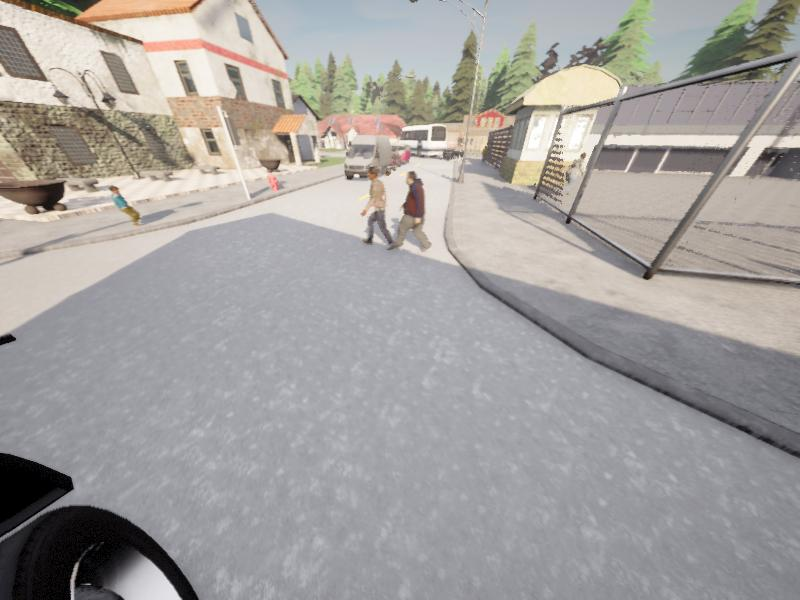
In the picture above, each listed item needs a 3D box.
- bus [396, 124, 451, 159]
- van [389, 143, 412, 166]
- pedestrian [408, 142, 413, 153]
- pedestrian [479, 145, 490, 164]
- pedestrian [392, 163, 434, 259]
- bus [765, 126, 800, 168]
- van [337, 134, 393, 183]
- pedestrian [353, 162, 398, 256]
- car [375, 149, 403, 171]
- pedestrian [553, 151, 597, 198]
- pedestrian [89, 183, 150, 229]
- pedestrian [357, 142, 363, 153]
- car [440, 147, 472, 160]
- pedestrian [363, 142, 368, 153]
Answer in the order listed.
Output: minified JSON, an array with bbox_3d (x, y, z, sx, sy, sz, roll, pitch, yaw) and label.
[{"bbox_3d":[3.339,-26.132,38.173,3.944,4.253,10.273,-16,38,-22],"label":"bus"},{"bbox_3d":[0.119,-16.832,26.646,1.775,1.987,4.442,6,35,8],"label":"van"},{"bbox_3d":[2.016,-30.249,45.825,0.751,1.860,0.751,8,35,10],"label":"pedestrian"},{"bbox_3d":[9.726,-16.834,26.686,0.751,1.860,0.751,7,35,9],"label":"pedestrian"},{"bbox_3d":[0.272,-1.968,5.193,0.751,1.860,0.751,7,35,9],"label":"pedestrian"},{"bbox_3d":[55.078,-18.742,28.378,10.273,4.253,3.944,5,35,7],"label":"bus"},{"bbox_3d":[-2.169,-10.352,16.736,1.988,2.561,5.915,8,35,10],"label":"van"},{"bbox_3d":[-0.497,-2.071,5.330,0.751,1.860,0.751,8,35,10],"label":"pedestrian"},{"bbox_3d":[-0.950,-13.600,22.327,1.789,1.549,3.705,7,35,9],"label":"car"},{"bbox_3d":[8.066,-5.822,10.733,0.751,1.860,0.751,0,35,-1],"label":"pedestrian"},{"bbox_3d":[-7.793,-2.626,6.476,0.500,1.100,0.500,-8,36,-13],"label":"pedestrian"},{"bbox_3d":[-7.810,-30.024,45.493,0.751,1.860,0.751,9,35,12],"label":"pedestrian"},{"bbox_3d":[8.582,-22.454,35.351,4.902,1.511,2.128,-28,43,-35],"label":"car"},{"bbox_3d":[-6.806,-30.281,45.883,0.751,1.860,0.751,2,35,2],"label":"pedestrian"}]
